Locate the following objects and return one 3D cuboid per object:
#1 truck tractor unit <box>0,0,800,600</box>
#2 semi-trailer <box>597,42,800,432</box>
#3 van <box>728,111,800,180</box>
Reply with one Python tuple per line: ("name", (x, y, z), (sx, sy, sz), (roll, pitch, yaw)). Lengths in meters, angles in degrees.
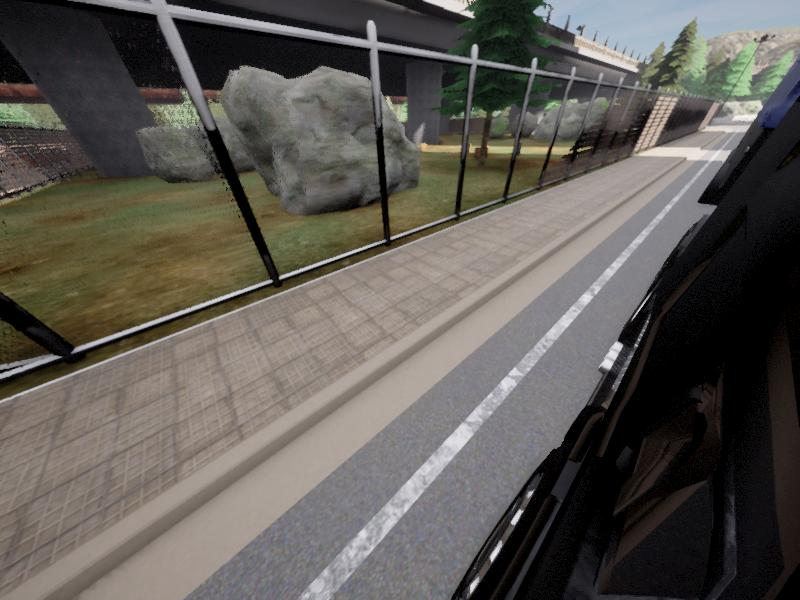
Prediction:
("truck tractor unit", (2.645, -0.295, 0.351), (6.516, 4.208, 3.053), (-28, 44, -30))
("semi-trailer", (8.702, -3.619, 4.199), (14.254, 4.402, 2.717), (-28, 44, -29))
("van", (15.934, -6.380, 9.395), (4.480, 2.038, 2.069), (-26, 43, -29))
